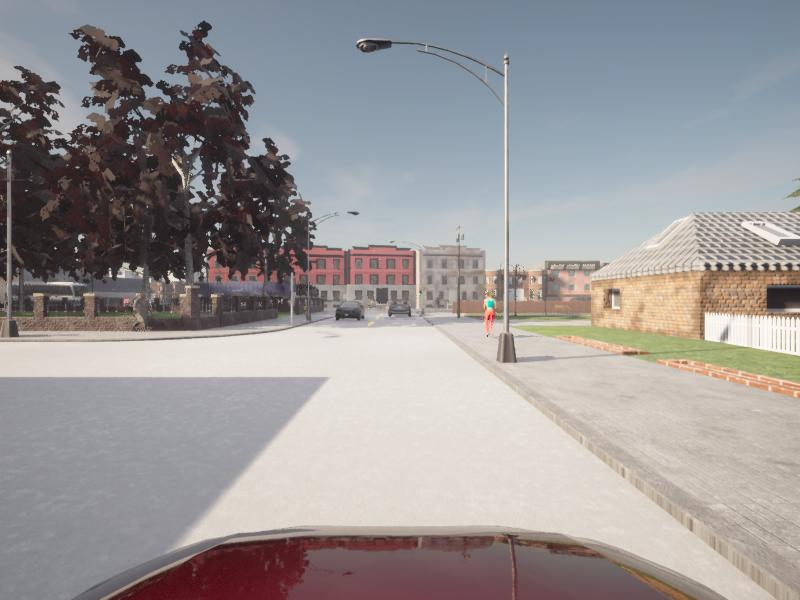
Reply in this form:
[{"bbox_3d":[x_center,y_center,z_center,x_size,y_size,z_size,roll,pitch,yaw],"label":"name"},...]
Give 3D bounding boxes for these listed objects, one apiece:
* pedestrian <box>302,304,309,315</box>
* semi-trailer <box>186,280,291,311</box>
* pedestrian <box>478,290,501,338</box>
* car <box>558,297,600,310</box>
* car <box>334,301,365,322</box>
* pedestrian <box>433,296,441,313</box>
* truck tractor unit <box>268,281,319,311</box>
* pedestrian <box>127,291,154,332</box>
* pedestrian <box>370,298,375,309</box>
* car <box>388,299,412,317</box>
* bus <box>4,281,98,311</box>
[{"bbox_3d":[-9.211,0.913,39.012,0.500,1.100,0.500,0,0,0],"label":"pedestrian"},{"bbox_3d":[-23.350,-0.619,58.377,14.254,4.402,2.717,0,0,0],"label":"semi-trailer"},{"bbox_3d":[3.544,0.533,15.824,0.751,1.860,0.751,0,0,1],"label":"pedestrian"},{"bbox_3d":[27.832,0.568,62.390,5.566,2.045,2.150,0,0,0],"label":"car"},{"bbox_3d":[-3.932,0.823,32.016,1.882,1.535,5.008,0,0,0],"label":"car"},{"bbox_3d":[4.325,0.524,46.520,0.751,1.860,0.751,0,0,-17],"label":"pedestrian"},{"bbox_3d":[-15.435,-0.518,58.385,6.516,4.208,3.053,0,0,0],"label":"truck tractor unit"},{"bbox_3d":[-11.928,0.534,18.430,0.751,1.860,0.751,0,0,1],"label":"pedestrian"},{"bbox_3d":[-4.613,0.533,67.132,0.751,1.860,0.751,0,0,1],"label":"pedestrian"},{"bbox_3d":[0.001,0.757,39.486,2.242,1.667,4.611,0,0,1],"label":"car"},{"bbox_3d":[-50.821,-0.536,58.492,10.273,4.253,3.944,0,0,0],"label":"bus"}]
